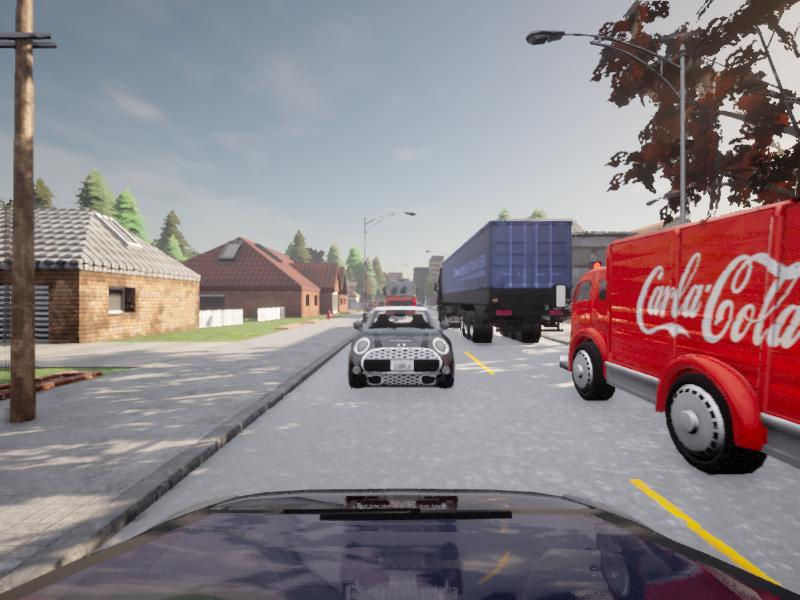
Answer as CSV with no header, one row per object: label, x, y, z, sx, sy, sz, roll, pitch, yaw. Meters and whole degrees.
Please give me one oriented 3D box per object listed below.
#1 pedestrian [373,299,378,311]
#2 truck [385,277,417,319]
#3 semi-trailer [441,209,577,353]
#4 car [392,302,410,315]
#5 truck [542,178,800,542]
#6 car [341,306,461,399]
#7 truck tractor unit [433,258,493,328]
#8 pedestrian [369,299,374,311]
pedestrian,-3.885,0.767,63.110,0.751,1.860,0.751,0,0,3
truck,0.099,-0.167,40.691,2.891,3.827,8.468,0,0,0
semi-trailer,4.059,-0.544,19.397,2.717,4.402,14.254,0,0,0
car,0.128,1.021,49.509,2.128,1.511,4.902,0,0,0
truck,4.020,0.388,4.999,2.627,2.467,5.204,0,1,0
car,0.025,0.888,8.475,1.970,1.475,3.806,0,0,0
truck tractor unit,4.067,-0.416,27.308,3.053,4.208,6.516,0,0,0
pedestrian,-4.539,0.766,62.817,0.751,1.860,0.751,0,0,0
